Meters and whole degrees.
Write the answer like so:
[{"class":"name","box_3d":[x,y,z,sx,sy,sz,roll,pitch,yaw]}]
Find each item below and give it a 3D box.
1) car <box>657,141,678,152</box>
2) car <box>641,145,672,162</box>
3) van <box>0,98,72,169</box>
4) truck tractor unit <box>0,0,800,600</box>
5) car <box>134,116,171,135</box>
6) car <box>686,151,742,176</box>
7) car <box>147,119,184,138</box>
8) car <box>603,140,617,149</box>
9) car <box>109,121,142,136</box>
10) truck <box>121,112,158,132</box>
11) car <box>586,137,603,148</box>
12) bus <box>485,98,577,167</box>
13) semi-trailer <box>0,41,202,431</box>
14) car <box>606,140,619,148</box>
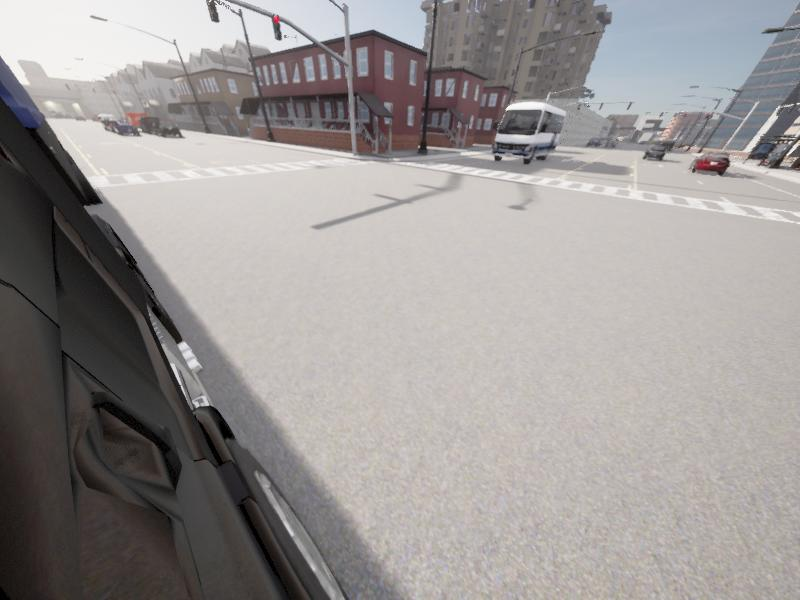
[{"class":"car","box_3d":[62.800,-36.175,54.349,2.150,2.045,5.566,28,44,30]},{"class":"car","box_3d":[33.951,-19.539,30.694,2.128,1.511,4.902,28,43,30]},{"class":"van","box_3d":[-19.419,-8.561,11.746,5.915,2.561,1.988,28,44,30]},{"class":"truck tractor unit","box_3d":[-2.645,-0.295,0.351,6.516,4.208,3.053,28,44,30]},{"class":"car","box_3d":[-36.308,-25.589,33.852,5.566,2.045,2.150,28,44,30]},{"class":"car","box_3d":[27.646,-12.239,20.555,2.163,1.488,4.792,31,45,32]},{"class":"car","box_3d":[-30.768,-22.541,30.340,4.553,1.767,2.097,28,44,30]},{"class":"car","box_3d":[51.458,-38.025,56.491,1.789,1.549,3.705,28,44,30]},{"class":"car","box_3d":[-35.441,-22.149,29.811,4.674,1.442,1.812,28,44,30]},{"class":"truck","box_3d":[-42.380,-28.929,37.578,5.204,2.467,2.627,29,44,31]},{"class":"car","box_3d":[49.272,-39.973,58.564,2.150,2.045,5.566,28,44,30]},{"class":"bus","box_3d":[12.601,-15.681,21.884,3.944,4.253,10.273,28,44,30]},{"class":"semi-trailer","box_3d":[-8.706,-3.598,4.222,14.254,4.402,2.717,28,44,30]},{"class":"car","box_3d":[56.300,-41.318,61.233,1.882,1.535,5.008,28,44,30]}]
